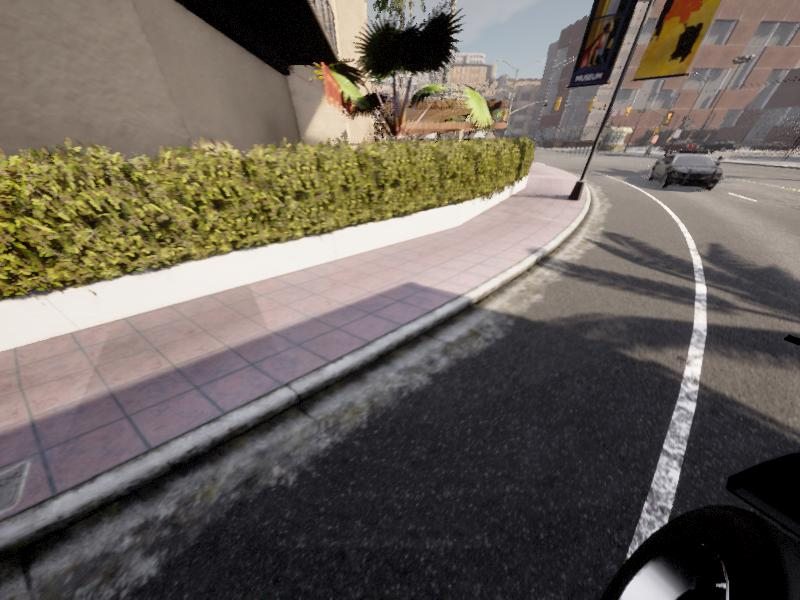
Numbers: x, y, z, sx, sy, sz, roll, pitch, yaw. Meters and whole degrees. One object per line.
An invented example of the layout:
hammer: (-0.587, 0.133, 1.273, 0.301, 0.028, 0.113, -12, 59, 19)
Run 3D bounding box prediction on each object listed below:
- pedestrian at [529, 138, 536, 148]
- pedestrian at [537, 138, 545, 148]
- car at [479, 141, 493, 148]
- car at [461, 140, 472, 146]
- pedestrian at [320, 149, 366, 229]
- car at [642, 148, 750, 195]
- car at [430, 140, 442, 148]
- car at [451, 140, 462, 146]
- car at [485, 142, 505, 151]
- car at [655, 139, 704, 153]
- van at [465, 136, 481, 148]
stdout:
pedestrian: (32.441, -38.323, 56.412, 0.751, 1.860, 0.751, 0, 35, 1)
pedestrian: (32.342, -35.894, 52.940, 0.751, 1.860, 0.751, -2, 35, -2)
car: (24.376, -44.242, 65.636, 2.007, 1.525, 4.514, -3, 35, -4)
car: (22.989, -54.173, 79.685, 2.033, 1.649, 4.856, -3, 35, -3)
pedestrian: (-1.526, -3.057, 6.407, 0.751, 1.860, 0.751, -22, 40, -28)
car: (15.433, -7.136, 12.531, 1.930, 1.638, 5.238, 19, 40, 26)
car: (10.549, -46.022, 68.061, 2.185, 1.767, 4.553, -3, 35, -4)
car: (19.449, -54.324, 80.041, 2.242, 1.667, 4.611, -3, 35, -3)
car: (22.046, -35.872, 53.786, 2.152, 1.651, 5.027, -3, 35, -4)
car: (45.648, -25.354, 37.904, 2.185, 1.767, 4.553, -3, 35, -4)
van: (20.787, -45.239, 66.123, 1.988, 2.561, 5.915, -3, 35, -4)
